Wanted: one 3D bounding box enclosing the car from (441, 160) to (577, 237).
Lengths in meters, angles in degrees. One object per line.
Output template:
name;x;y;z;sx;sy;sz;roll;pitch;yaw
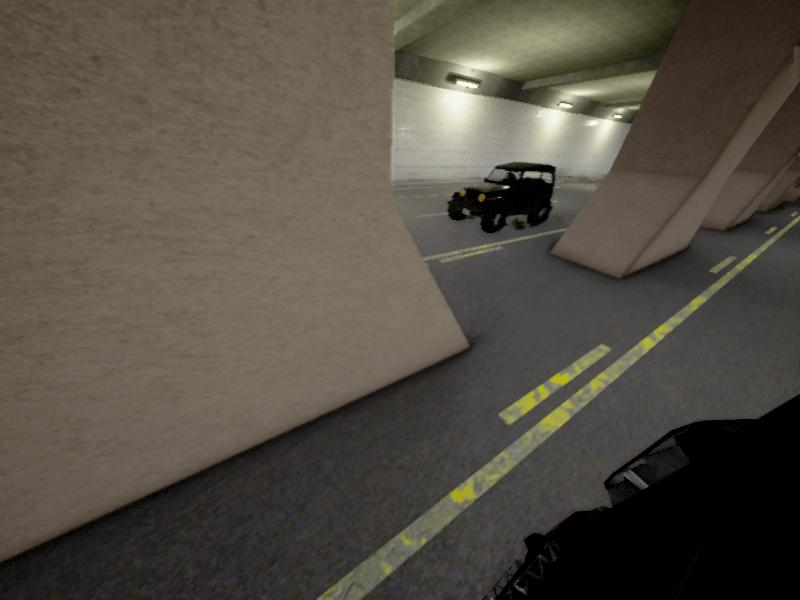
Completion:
car;3.651;-3.647;7.958;3.866;1.878;1.905;-16;38;-26

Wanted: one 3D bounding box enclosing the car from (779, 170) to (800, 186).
car;50.980;-15.359;29.199;1.882;1.535;5.008;29;42;34
